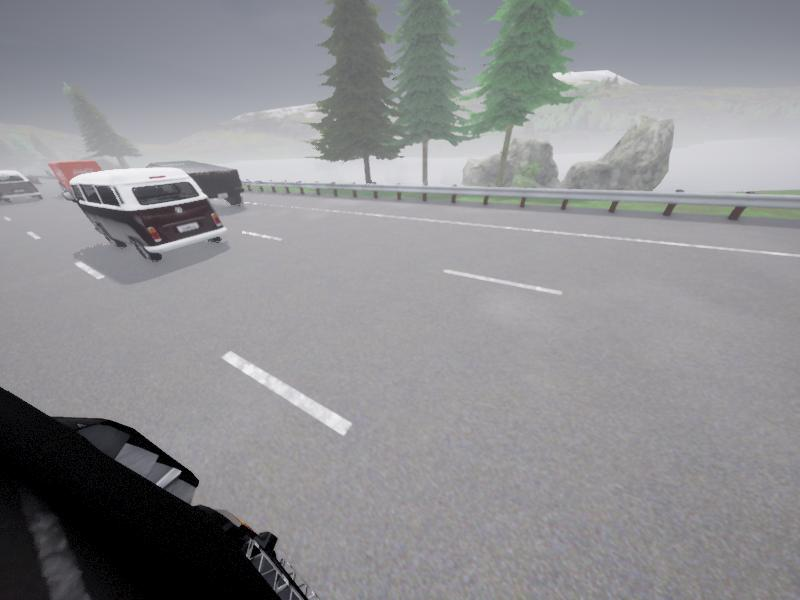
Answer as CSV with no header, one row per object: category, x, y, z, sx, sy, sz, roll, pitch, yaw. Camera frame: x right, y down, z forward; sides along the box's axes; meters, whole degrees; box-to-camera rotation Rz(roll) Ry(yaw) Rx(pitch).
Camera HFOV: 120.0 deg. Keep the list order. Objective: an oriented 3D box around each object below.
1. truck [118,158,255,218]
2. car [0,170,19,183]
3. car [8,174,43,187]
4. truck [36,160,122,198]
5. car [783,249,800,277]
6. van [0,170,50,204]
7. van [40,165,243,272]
truck,-10.760,-5.764,11.660,6.274,2.098,2.390,15,38,25
car,-73.417,-22.825,42.752,4.605,1.855,1.932,15,38,26
car,-54.034,-17.281,33.320,4.718,1.301,1.895,15,38,26
truck,-27.516,-10.497,19.855,5.204,2.467,2.627,16,38,25
car,8.740,-0.125,2.277,4.718,1.301,1.895,15,38,25
van,-30.282,-8.833,17.945,4.480,2.038,2.069,14,36,24
van,-7.184,-2.547,6.563,4.480,2.038,2.069,15,38,25
